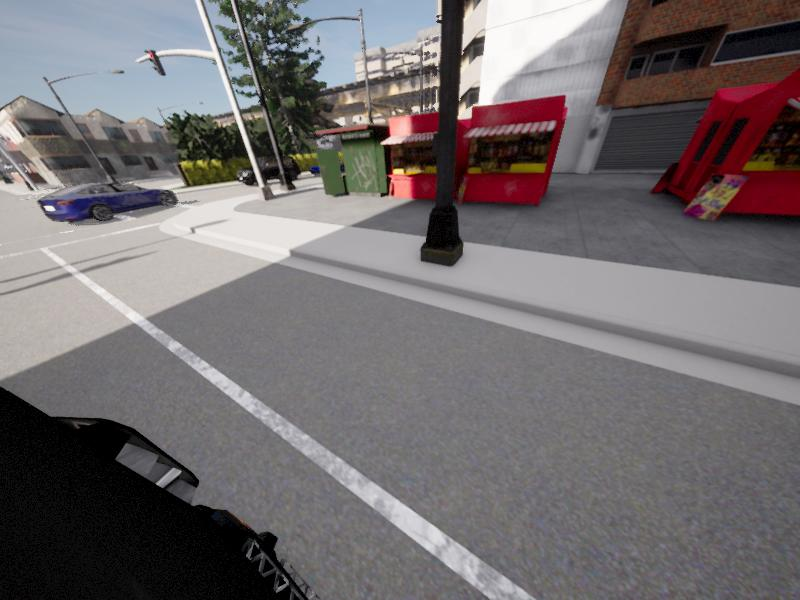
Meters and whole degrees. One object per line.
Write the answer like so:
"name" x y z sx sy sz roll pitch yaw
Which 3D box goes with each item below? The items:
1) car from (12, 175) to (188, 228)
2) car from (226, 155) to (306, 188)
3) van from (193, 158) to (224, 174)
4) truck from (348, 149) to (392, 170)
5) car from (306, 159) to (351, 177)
"car" -13.957 -5.008 11.396 2.163 1.488 4.792 2 34 10
"car" -11.671 -11.622 20.716 2.150 2.045 5.566 15 38 27
"van" -37.887 -26.719 45.931 1.988 2.561 5.915 -11 34 -11
"truck" -3.909 -19.279 31.578 2.390 2.098 6.274 16 38 27
"car" -7.962 -14.949 26.109 1.895 1.301 4.718 15 38 27
